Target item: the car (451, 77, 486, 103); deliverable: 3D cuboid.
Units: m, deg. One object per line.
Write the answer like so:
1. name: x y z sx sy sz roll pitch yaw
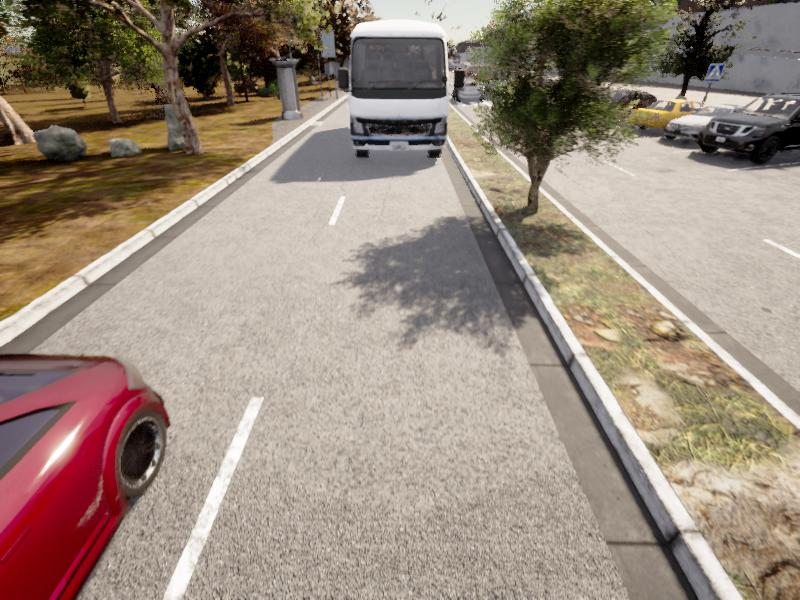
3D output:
1. car: 5.799 -18.118 34.394 2.242 1.667 4.611 0 31 0

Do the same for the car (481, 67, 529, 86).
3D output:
1. car: 13.925 -29.655 53.090 5.566 2.045 2.435 -10 33 -17

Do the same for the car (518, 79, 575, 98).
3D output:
1. car: 13.872 -20.121 37.924 4.674 1.452 2.002 -10 33 -17

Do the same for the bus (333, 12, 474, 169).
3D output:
1. bus: -0.036 -8.871 16.627 3.944 4.253 10.273 -1 31 -1

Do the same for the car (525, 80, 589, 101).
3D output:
1. car: 13.848 -18.565 35.337 4.792 1.488 2.163 -10 33 -17

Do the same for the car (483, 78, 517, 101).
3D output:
1. car: 8.806 -18.829 35.740 1.837 1.490 4.892 0 32 0

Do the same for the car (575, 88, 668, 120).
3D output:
1. car: 13.835 -12.342 25.070 4.792 1.488 2.163 -10 33 -17

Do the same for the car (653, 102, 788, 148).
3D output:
1. car: 13.856 -7.677 17.377 4.674 1.452 2.002 -10 33 -17

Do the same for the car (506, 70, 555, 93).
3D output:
1. car: 13.994 -23.461 42.924 4.442 1.987 1.878 -10 33 -17

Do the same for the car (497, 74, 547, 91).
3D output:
1. car: 13.880 -24.792 45.555 4.892 1.521 2.231 -10 33 -17

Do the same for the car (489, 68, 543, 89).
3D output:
1. car: 13.867 -26.547 47.963 5.566 2.045 2.435 -10 33 -17

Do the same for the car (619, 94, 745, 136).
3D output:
1. car: 14.027 -9.299 19.987 5.366 1.575 1.946 -10 33 -17

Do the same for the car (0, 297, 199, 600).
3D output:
1. car: -2.993 1.634 1.826 1.994 1.385 4.181 0 31 0

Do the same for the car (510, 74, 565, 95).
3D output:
1. car: 13.852 -21.803 40.380 4.553 1.767 2.185 -10 33 -17

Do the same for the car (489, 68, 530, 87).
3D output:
1. car: 13.787 -28.057 50.501 4.442 1.987 1.878 -10 33 -17

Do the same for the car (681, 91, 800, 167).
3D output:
1. car: 13.826 -6.367 14.642 5.566 2.045 2.435 -10 33 -17
